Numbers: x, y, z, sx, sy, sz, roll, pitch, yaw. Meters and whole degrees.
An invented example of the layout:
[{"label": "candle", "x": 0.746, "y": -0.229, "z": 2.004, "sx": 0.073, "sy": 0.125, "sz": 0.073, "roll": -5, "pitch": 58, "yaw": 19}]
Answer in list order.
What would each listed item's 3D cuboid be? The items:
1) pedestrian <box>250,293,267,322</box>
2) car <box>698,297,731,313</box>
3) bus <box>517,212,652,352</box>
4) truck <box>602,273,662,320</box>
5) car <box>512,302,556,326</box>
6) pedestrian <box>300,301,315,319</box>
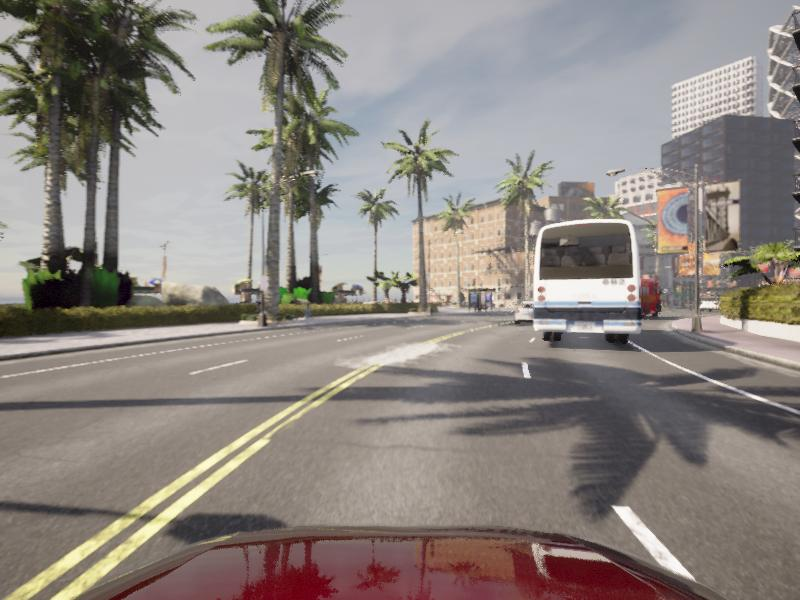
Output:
[{"label": "pedestrian", "x": -9.173, "y": 0.468, "z": 26.007, "sx": 0.751, "sy": 1.860, "sz": 0.751, "roll": 0, "pitch": 0, "yaw": 39}, {"label": "car", "x": 41.925, "y": 0.591, "z": 53.328, "sx": 5.566, "sy": 2.045, "sz": 2.150, "roll": 0, "pitch": 0, "yaw": -38}, {"label": "bus", "x": 7.885, "y": -0.531, "z": 17.621, "sx": 3.944, "sy": 4.253, "sz": 10.273, "roll": 0, "pitch": 0, "yaw": 24}, {"label": "truck", "x": 21.364, "y": -0.312, "z": 36.587, "sx": 2.891, "sy": 3.827, "sz": 8.468, "roll": 0, "pitch": 0, "yaw": 43}, {"label": "car", "x": 8.893, "y": 0.853, "z": 26.284, "sx": 1.970, "sy": 1.475, "sz": 3.806, "roll": 0, "pitch": 0, "yaw": 31}, {"label": "pedestrian", "x": -7.025, "y": 0.748, "z": 30.378, "sx": 0.751, "sy": 1.300, "sz": 0.751, "roll": 0, "pitch": 0, "yaw": 31}]
